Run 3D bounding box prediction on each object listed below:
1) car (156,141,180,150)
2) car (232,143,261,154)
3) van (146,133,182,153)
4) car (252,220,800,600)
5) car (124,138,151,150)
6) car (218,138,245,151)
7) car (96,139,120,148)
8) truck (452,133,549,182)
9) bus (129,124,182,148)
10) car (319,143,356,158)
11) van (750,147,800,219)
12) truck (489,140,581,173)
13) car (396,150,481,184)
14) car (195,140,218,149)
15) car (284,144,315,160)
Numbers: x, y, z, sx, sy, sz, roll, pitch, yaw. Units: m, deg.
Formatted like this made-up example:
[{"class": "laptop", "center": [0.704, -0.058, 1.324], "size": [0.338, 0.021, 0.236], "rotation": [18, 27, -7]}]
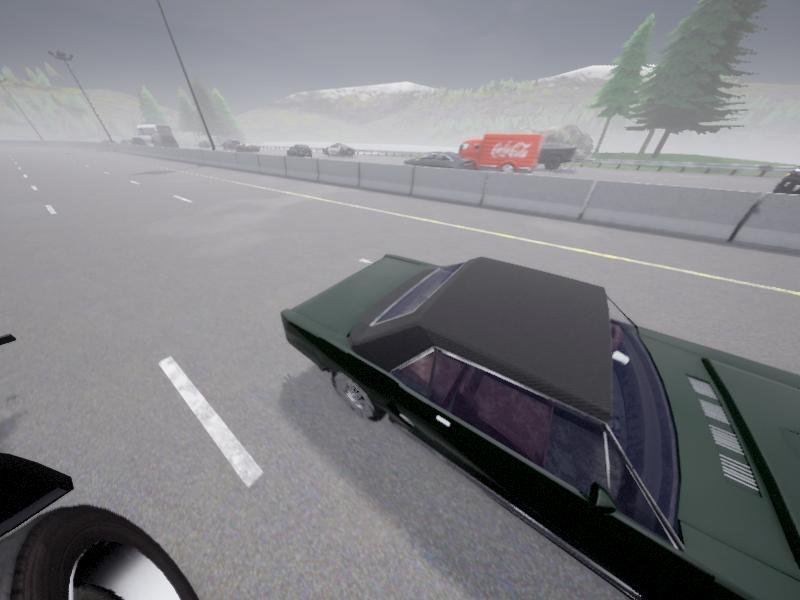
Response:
[{"class": "car", "center": [-46.907, -31.239, 46.657], "size": [4.718, 1.301, 1.895], "rotation": [21, 40, 26]}, {"class": "car", "center": [-25.084, -24.838, 37.782], "size": [4.718, 1.301, 1.895], "rotation": [22, 41, 28]}, {"class": "van", "center": [-39.341, -26.233, 38.556], "size": [5.915, 2.561, 1.988], "rotation": [22, 41, 28]}, {"class": "car", "center": [1.206, 0.642, 1.884], "size": [4.718, 1.301, 1.895], "rotation": [22, 41, 28]}, {"class": "car", "center": [-52.064, -31.038, 45.835], "size": [3.866, 1.878, 1.905], "rotation": [19, 39, 25]}, {"class": "car", "center": [-32.246, -29.773, 44.213], "size": [4.605, 1.855, 1.932], "rotation": [22, 41, 28]}, {"class": "car", "center": [-66.289, -35.617, 52.464], "size": [3.705, 1.549, 1.789], "rotation": [15, 38, 20]}, {"class": "truck", "center": [6.670, -9.921, 15.892], "size": [5.204, 2.467, 2.627], "rotation": [22, 41, 28]}, {"class": "bus", "center": [-57.323, -38.460, 54.241], "size": [10.273, 4.253, 3.944], "rotation": [17, 38, 22]}, {"class": "car", "center": [-8.610, -20.644, 31.781], "size": [4.974, 1.542, 2.038], "rotation": [23, 41, 28]}, {"class": "van", "center": [15.847, -3.547, 7.307], "size": [4.480, 2.038, 2.069], "rotation": [22, 41, 28]}, {"class": "truck", "center": [11.557, -12.701, 20.199], "size": [6.274, 2.098, 2.390], "rotation": [22, 41, 28]}, {"class": "car", "center": [2.365, -8.819, 15.123], "size": [4.902, 1.511, 2.128], "rotation": [22, 41, 28]}, {"class": "car", "center": [-43.024, -34.641, 51.387], "size": [4.514, 1.525, 2.007], "rotation": [21, 40, 26]}, {"class": "car", "center": [-12.321, -18.185, 28.307], "size": [1.816, 1.474, 4.193], "rotation": [-27, 44, -33]}]
